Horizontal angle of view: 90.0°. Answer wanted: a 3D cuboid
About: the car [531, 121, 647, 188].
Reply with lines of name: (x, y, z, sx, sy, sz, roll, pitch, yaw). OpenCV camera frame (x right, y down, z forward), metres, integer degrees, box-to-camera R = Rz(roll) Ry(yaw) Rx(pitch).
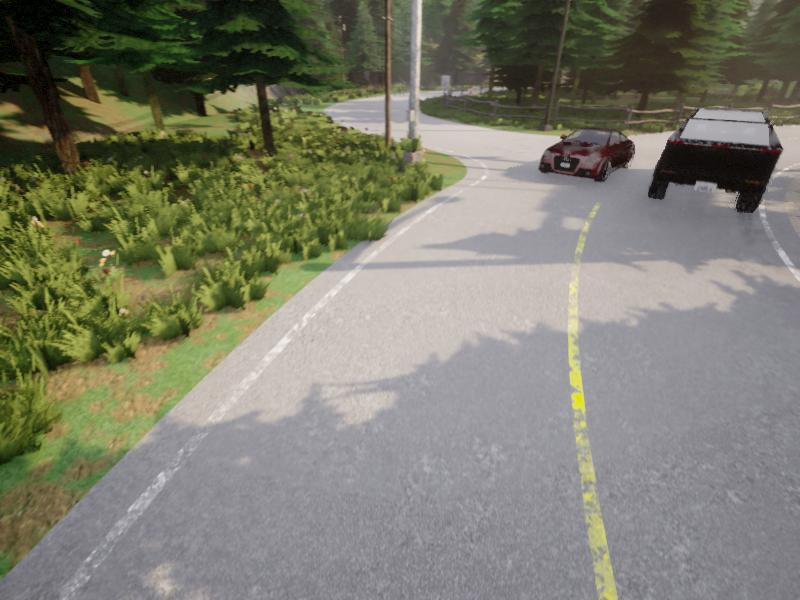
car: (6.409, -5.011, 13.435, 1.994, 1.385, 4.181, 25, 38, 36)

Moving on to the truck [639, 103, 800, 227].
truck: (8.956, -4.198, 11.371, 2.390, 2.098, 6.274, 20, 36, 30)
